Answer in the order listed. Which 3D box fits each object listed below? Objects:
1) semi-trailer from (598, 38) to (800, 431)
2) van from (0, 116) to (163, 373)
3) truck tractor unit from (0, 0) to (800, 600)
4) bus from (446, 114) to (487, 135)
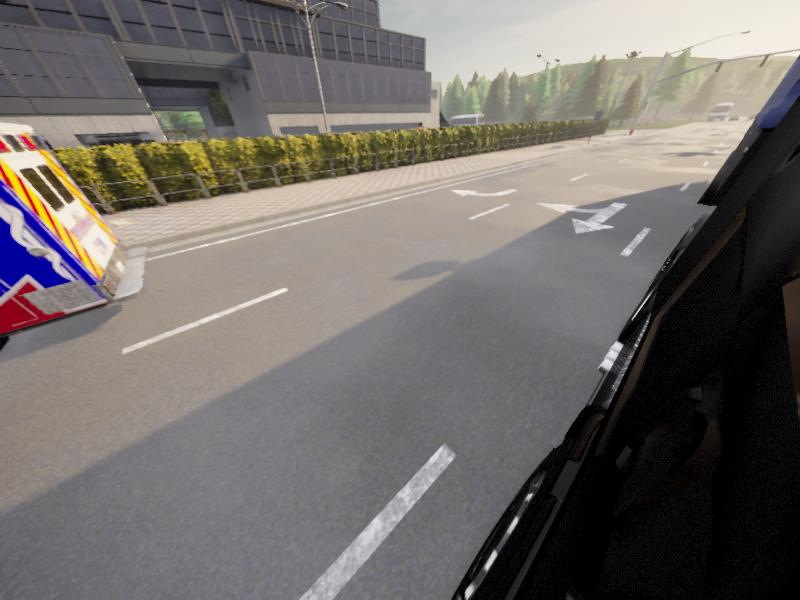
[{"bbox_3d":[8.707,-3.596,4.224,14.254,4.402,2.717,-28,43,-30],"label":"semi-trailer"},{"bbox_3d":[-6.887,0.070,1.979,6.366,2.431,2.351,-28,44,-30],"label":"van"},{"bbox_3d":[2.645,-0.295,0.352,6.516,4.208,3.053,-28,44,-30],"label":"truck tractor unit"},{"bbox_3d":[18.481,-49.662,65.457,3.944,4.253,10.273,-28,43,-30],"label":"bus"}]
